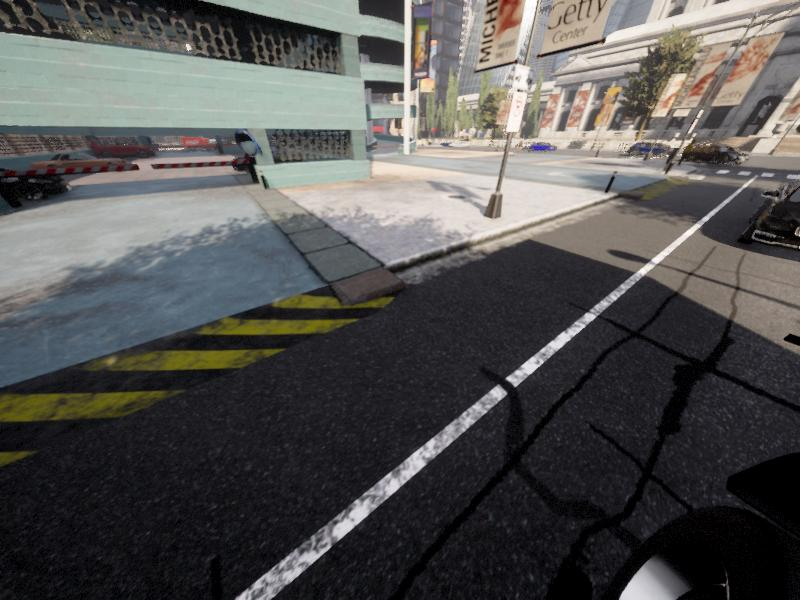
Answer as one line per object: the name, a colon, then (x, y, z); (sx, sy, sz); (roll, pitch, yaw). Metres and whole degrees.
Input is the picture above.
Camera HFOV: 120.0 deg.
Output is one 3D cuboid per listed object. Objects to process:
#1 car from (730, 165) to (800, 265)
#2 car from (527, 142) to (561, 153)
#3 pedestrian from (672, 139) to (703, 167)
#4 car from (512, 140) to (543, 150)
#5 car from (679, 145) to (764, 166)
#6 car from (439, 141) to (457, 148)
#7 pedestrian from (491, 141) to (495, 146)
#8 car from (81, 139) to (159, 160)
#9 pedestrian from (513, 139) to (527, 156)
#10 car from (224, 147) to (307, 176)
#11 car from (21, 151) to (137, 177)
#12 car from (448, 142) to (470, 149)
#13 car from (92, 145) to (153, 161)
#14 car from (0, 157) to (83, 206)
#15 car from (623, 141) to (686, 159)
car: (10.426, -2.197, 5.640); (4.892, 1.490, 1.837); (-23, 41, -28)
car: (24.192, -25.750, 38.951); (1.816, 1.474, 4.193); (-22, 41, -28)
pedestrian: (23.255, -11.934, 18.725); (0.751, 1.860, 0.751); (-23, 41, -29)
car: (25.844, -31.469, 46.948); (2.038, 1.542, 4.974); (-22, 41, -28)
car: (30.429, -13.934, 22.172); (1.812, 1.442, 4.674); (1, 35, 1)
car: (12.202, -39.710, 58.913); (3.806, 1.475, 1.970); (21, 40, 27)
pedestrian: (24.062, -40.372, 59.704); (0.500, 1.100, 0.500); (-19, 39, -25)
car: (-34.706, -18.973, 28.970); (5.566, 2.045, 2.435); (-22, 41, -28)
pedestrian: (15.228, -19.356, 29.313); (0.751, 1.860, 0.751); (-15, 38, -20)
car: (-9.955, -10.498, 17.354); (4.902, 1.511, 2.128); (-22, 41, -28)
car: (-23.401, -10.207, 17.204); (4.718, 1.301, 1.895); (-22, 41, -28)
car: (13.842, -36.422, 54.311); (4.718, 1.301, 1.895); (27, 43, 33)
car: (-34.752, -18.633, 29.169); (4.514, 1.523, 2.007); (-22, 41, -28)
car: (-17.081, -4.660, 9.202); (4.786, 1.482, 2.161); (-22, 41, -28)
car: (32.197, -19.201, 29.467); (2.033, 1.649, 4.856); (-22, 41, -28)
